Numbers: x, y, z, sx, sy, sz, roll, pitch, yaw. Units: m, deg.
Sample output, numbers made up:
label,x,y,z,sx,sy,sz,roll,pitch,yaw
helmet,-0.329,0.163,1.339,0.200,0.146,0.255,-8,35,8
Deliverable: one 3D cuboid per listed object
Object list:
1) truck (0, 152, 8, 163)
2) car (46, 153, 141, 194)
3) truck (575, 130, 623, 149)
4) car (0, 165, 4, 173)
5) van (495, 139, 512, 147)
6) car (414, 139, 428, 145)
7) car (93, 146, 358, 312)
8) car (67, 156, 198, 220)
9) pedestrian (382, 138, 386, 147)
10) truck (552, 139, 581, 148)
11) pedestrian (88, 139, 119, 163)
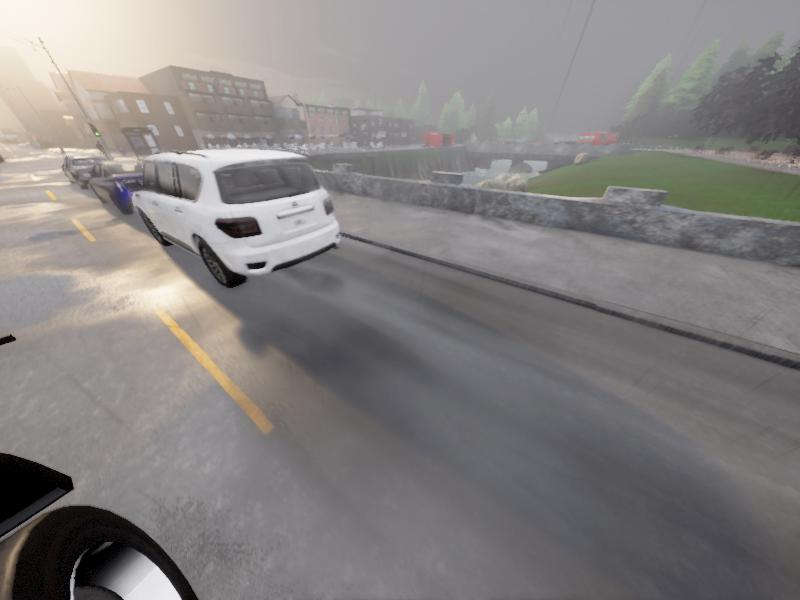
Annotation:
label,x,y,z,sx,sy,sz,roll,pitch,yaw
truck,-41.189,-14.627,22.210,5.204,2.467,2.627,21,40,29
car,-16.580,-6.986,12.472,5.357,1.411,2.033,22,41,28
truck,50.911,-41.284,59.565,8.468,3.827,2.891,22,41,28
car,-31.523,-10.226,17.028,4.718,1.301,1.895,22,41,28
van,33.155,-50.572,74.191,4.442,1.987,1.775,22,41,28
car,7.724,-57.971,84.769,4.856,1.649,2.033,22,41,28
car,-3.805,-2.064,5.024,5.566,2.045,2.150,22,40,28
car,-10.165,-4.434,8.792,4.514,1.525,2.007,22,41,28
pedestrian,-4.122,-40.159,59.041,0.751,1.860,0.751,22,41,28
truck,47.441,-44.805,66.030,6.274,2.098,2.390,22,41,28
pedestrian,-27.405,-13.791,21.407,0.751,1.860,0.751,-8,36,-12
